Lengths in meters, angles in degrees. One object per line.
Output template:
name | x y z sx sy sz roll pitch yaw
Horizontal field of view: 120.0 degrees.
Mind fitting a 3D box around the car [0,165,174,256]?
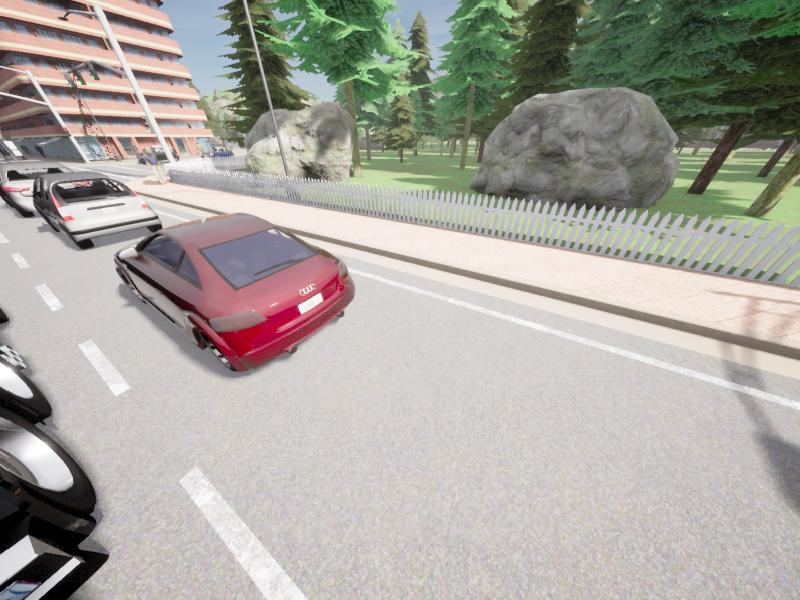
car | -8.951 -2.774 6.639 3.988 1.617 1.851 18 39 25

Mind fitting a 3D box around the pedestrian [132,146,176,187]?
pedestrian | -13.449 -7.324 12.675 0.751 1.860 0.751 19 39 25

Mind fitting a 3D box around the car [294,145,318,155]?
car | -17.711 -28.530 43.770 2.033 1.411 5.357 2 35 4

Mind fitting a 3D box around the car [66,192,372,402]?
car | -2.772 -0.595 3.675 4.181 1.385 1.994 20 40 26

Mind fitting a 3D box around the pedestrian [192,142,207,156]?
pedestrian | -31.348 -23.639 36.132 0.751 1.860 0.751 5 35 8

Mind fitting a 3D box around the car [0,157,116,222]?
car | -14.321 -4.611 9.261 4.611 1.667 2.242 19 39 25

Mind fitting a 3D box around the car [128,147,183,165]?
car | -27.802 -16.510 26.448 1.789 1.549 3.705 11 36 15

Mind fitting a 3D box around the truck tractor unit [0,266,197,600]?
truck tractor unit | -5.114 -0.298 0.774 6.516 4.208 3.053 18 39 24
